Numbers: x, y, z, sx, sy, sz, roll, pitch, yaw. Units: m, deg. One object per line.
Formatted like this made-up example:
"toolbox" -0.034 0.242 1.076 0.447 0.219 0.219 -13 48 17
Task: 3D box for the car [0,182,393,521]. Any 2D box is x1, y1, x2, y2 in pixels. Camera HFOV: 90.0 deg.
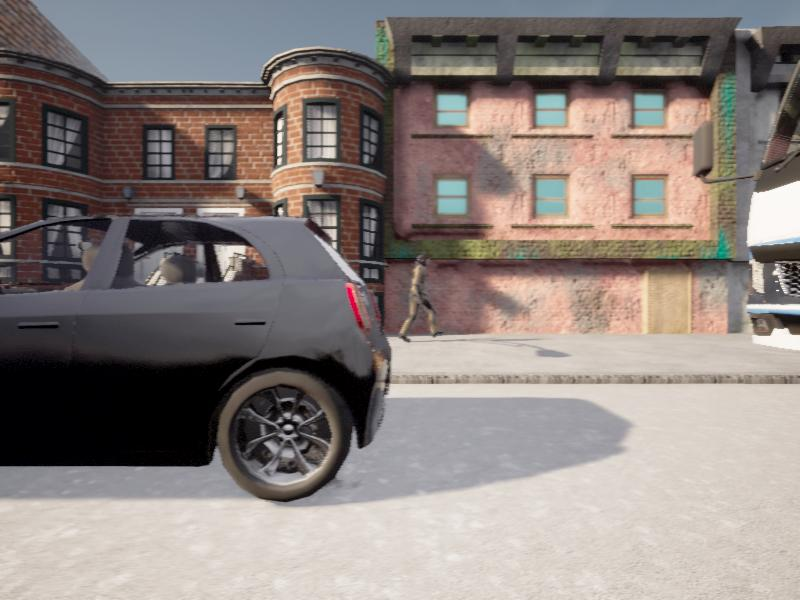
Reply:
"car" -1.874 0.227 2.695 3.633 1.501 1.845 0 0 0

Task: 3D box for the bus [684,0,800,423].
"bus" 8.368 -1.135 2.580 10.273 4.253 3.944 0 0 0

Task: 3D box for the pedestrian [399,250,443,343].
"pedestrian" 0.426 -0.067 8.432 0.751 1.860 0.751 0 0 -14
